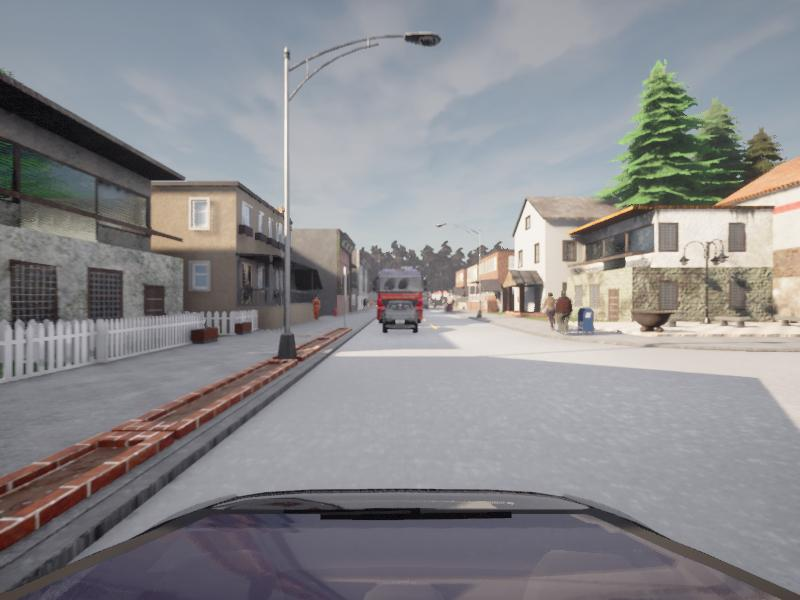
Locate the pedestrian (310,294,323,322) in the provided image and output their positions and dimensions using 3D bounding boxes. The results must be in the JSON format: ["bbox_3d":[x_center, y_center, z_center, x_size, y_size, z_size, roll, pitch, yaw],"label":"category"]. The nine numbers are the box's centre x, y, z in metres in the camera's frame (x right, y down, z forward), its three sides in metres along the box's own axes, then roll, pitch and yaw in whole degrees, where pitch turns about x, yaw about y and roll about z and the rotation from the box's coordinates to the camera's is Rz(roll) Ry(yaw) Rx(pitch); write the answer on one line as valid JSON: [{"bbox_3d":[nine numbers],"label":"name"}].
[{"bbox_3d":[-5.749,0.540,27.418,0.751,1.860,0.751,0,0,-2],"label":"pedestrian"}]

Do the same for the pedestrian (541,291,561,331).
[{"bbox_3d":[7.194,0.530,19.033,0.751,1.860,0.751,0,0,9],"label":"pedestrian"}]

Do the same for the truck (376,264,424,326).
[{"bbox_3d":[-0.007,-0.317,28.644,2.891,3.827,8.468,0,0,0],"label":"truck"}]

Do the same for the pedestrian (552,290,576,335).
[{"bbox_3d":[6.968,0.529,17.024,0.751,1.860,0.751,0,0,8],"label":"pedestrian"}]

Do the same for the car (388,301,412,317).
[{"bbox_3d":[-0.004,0.862,39.489,2.163,1.488,4.792,0,0,0],"label":"car"}]

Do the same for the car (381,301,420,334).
[{"bbox_3d":[0.009,0.820,20.375,1.789,1.549,3.705,0,0,0],"label":"car"}]
